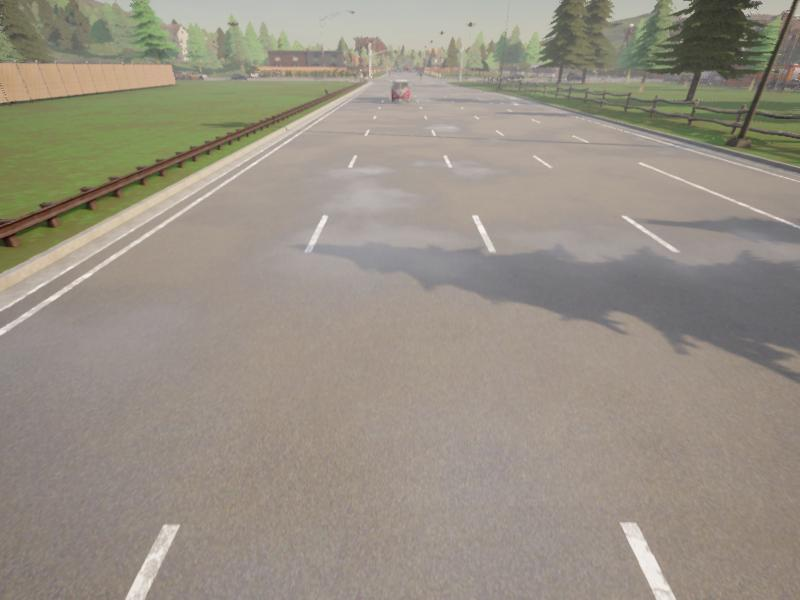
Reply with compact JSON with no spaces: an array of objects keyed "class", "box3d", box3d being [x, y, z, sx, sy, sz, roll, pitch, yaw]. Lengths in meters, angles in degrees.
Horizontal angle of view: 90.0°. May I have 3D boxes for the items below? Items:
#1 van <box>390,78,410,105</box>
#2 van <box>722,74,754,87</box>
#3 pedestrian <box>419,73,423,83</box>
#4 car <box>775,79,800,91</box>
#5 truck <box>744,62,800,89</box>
[{"class":"van","box3d":[0.031,-19.657,37.686,1.775,1.987,4.442,0,31,0]},{"class":"van","box3d":[61.279,-39.956,72.711,1.775,1.987,4.442,0,30,0]},{"class":"pedestrian","box3d":[4.540,-47.602,85.637,0.751,1.860,0.751,2,30,4]},{"class":"car","box3d":[61.230,-33.293,61.785,1.837,1.490,4.892,0,30,0]},{"class":"truck","box3d":[64.772,-38.865,69.030,2.891,3.827,8.468,0,30,0]}]
